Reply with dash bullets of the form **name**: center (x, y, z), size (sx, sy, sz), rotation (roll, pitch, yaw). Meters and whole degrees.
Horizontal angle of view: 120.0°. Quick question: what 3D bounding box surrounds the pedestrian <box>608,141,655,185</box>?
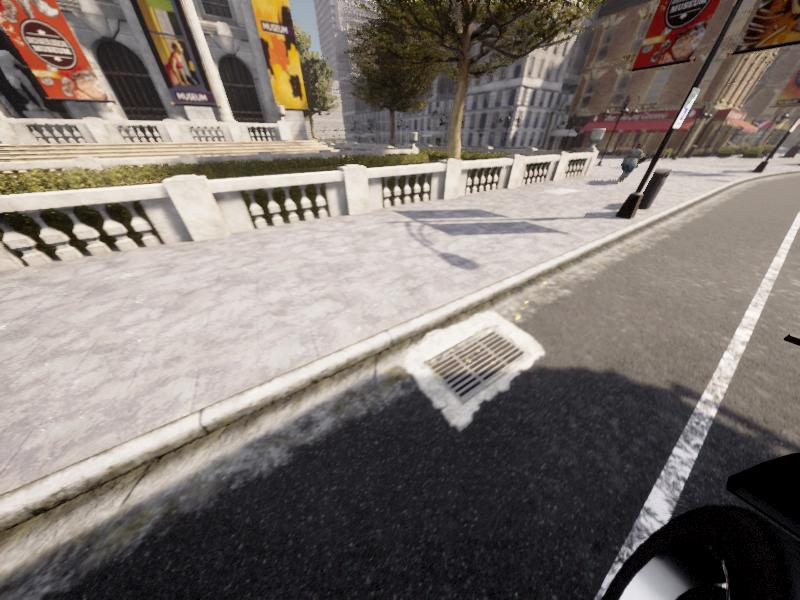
- **pedestrian**: center (11.829, -7.036, 11.866), size (0.751, 1.860, 0.751), rotation (-14, 38, -19)
